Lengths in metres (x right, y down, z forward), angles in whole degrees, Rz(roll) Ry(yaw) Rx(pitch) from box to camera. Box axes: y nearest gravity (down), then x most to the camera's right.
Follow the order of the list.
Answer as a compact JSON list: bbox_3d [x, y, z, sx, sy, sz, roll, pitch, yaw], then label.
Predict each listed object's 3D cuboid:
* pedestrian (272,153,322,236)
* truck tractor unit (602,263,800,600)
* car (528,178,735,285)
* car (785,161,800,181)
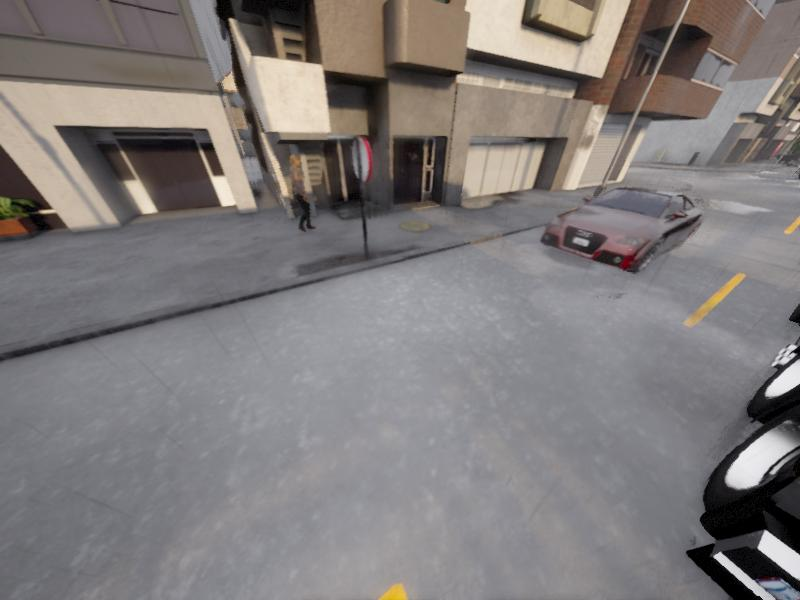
[{"bbox_3d":[-2.629,-2.762,6.097,0.751,1.860,0.751,-10,36,-14],"label":"pedestrian"},{"bbox_3d":[5.108,-0.305,0.781,6.516,4.208,3.053,-18,39,-24],"label":"truck tractor unit"},{"bbox_3d":[5.580,-1.954,5.661,4.181,1.385,1.994,-18,39,-25],"label":"car"},{"bbox_3d":[31.181,-8.993,15.775,5.027,1.651,2.152,3,35,3],"label":"car"}]
